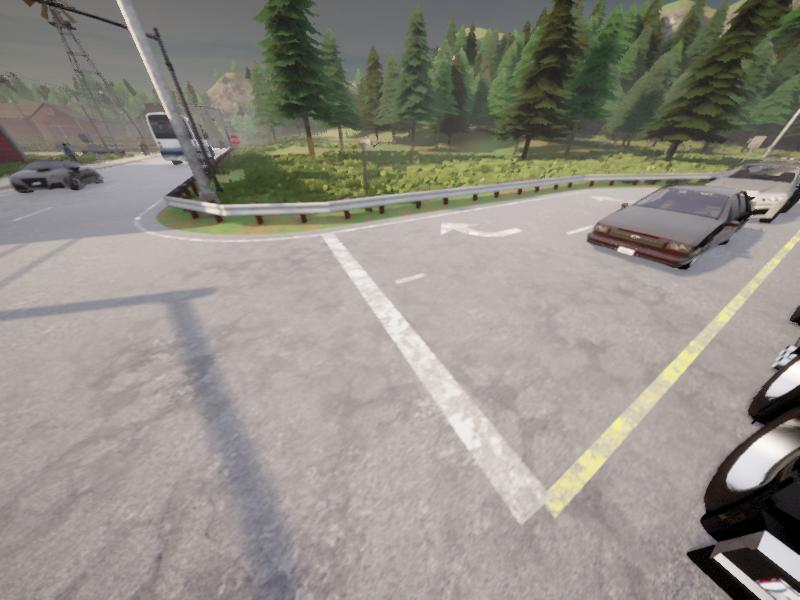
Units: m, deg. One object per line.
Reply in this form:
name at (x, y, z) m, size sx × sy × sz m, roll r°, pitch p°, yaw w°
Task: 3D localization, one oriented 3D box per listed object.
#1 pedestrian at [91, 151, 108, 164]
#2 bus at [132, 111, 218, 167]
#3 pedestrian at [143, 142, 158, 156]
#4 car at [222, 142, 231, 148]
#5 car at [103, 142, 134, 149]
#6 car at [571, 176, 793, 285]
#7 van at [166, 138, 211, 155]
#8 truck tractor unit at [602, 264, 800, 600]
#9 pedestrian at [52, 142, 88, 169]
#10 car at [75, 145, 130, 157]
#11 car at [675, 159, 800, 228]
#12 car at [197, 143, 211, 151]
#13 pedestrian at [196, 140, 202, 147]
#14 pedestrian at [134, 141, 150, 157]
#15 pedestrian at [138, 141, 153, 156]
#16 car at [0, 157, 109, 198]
pedestrian at (-30.237, -14.343, 23.254) m, size 0.500 × 1.100 × 0.500 m, roll -18°, pitch 39°, yaw -24°
bus at (-24.101, -17.762, 25.786) m, size 3.944 × 4.253 × 10.273 m, roll -17°, pitch 38°, yaw -24°
pedestrian at (-41.146, -24.965, 38.113) m, size 0.751 × 1.860 × 0.751 m, roll -15°, pitch 37°, yaw -21°
car at (-59.030, -52.838, 78.605) m, size 1.837 × 1.490 × 4.892 m, roll -17°, pitch 38°, yaw -24°
car at (-76.658, -42.191, 63.081) m, size 4.792 × 1.488 × 2.163 m, roll -17°, pitch 38°, yaw -24°
car at (7.254, -2.138, 5.944) m, size 5.357 × 1.411 × 2.033 m, roll -18°, pitch 39°, yaw -24°
van at (-38.309, -27.869, 41.979) m, size 6.366 × 2.431 × 2.351 m, roll 11°, pitch 32°, yaw 13°
truck tractor unit at (5.108, -0.303, 0.789) m, size 6.516 × 4.208 × 3.053 m, roll -18°, pitch 39°, yaw -24°
pedestrian at (-27.793, -12.200, 19.509) m, size 0.751 × 1.860 × 0.751 m, roll -18°, pitch 39°, yaw -24°
car at (-46.801, -23.639, 36.522) m, size 4.792 × 1.488 × 2.163 m, roll -18°, pitch 39°, yaw -24°
car at (13.421, -4.241, 8.796) m, size 4.611 × 1.667 × 2.242 m, roll -18°, pitch 39°, yaw -24°
car at (-48.942, -38.305, 57.685) m, size 1.837 × 1.490 × 4.892 m, roll -17°, pitch 38°, yaw -24°
pedestrian at (-66.009, -51.422, 75.873) m, size 0.751 × 1.860 × 0.751 m, roll -8°, pitch 36°, yaw -12°
pedestrian at (-36.414, -21.350, 32.660) m, size 0.751 × 1.860 × 0.751 m, roll -25°, pitch 42°, yaw -32°
pedestrian at (-38.620, -23.051, 35.100) m, size 0.751 × 1.860 × 0.751 m, roll -21°, pitch 40°, yaw -28°
car at (-18.429, -6.735, 12.433) m, size 1.994 × 1.385 × 4.181 m, roll -17°, pitch 38°, yaw -24°
